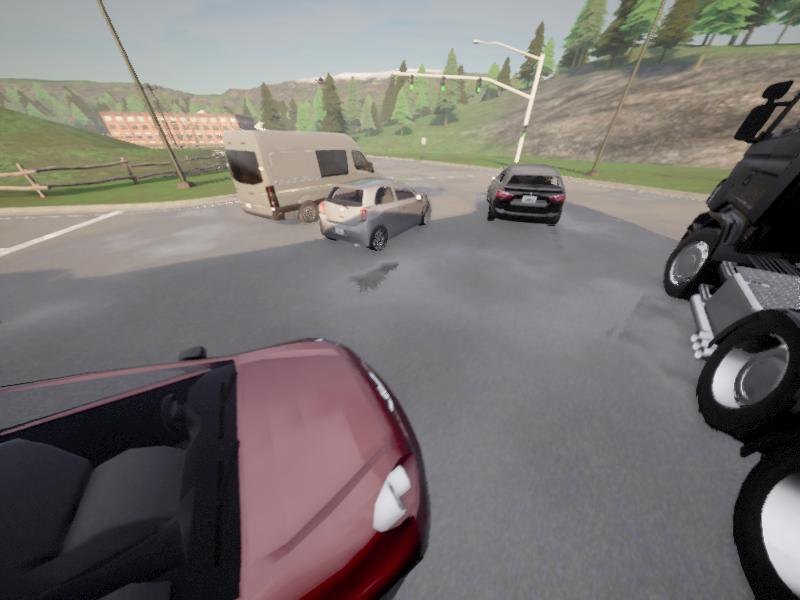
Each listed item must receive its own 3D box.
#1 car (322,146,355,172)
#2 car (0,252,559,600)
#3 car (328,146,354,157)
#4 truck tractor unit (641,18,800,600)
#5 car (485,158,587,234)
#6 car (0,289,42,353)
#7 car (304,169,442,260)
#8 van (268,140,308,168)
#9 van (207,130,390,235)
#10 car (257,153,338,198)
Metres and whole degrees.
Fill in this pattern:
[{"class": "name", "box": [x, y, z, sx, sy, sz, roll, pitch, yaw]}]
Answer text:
[{"class": "car", "box": [-6.003, -13.823, 22.504, 1.905, 1.878, 3.866, -17, 38, -23]}, {"class": "car", "box": [-1.566, 1.195, 0.977, 3.633, 1.501, 1.845, -19, 39, -25]}, {"class": "car", "box": [-10.685, -26.875, 41.837, 4.892, 1.490, 1.837, 27, 41, 33]}, {"class": "truck tractor unit", "box": [4.656, -0.604, 1.225, 3.053, 4.208, 6.516, 25, 42, 31]}, {"class": "car", "box": [4.522, -4.155, 8.653, 2.242, 1.667, 4.611, 10, 36, 14]}, {"class": "car", "box": [-7.765, 0.745, 1.736, 5.357, 1.411, 2.033, -8, 35, -12]}, {"class": "car", "box": [-0.476, -2.697, 6.643, 1.845, 1.501, 3.633, 20, 39, 26]}, {"class": "van", "box": [-12.634, -16.448, 25.834, 2.351, 2.431, 6.366, -20, 39, -27]}, {"class": "van", "box": [-2.886, -4.721, 8.693, 1.988, 2.561, 5.915, 20, 39, 25]}, {"class": "car", "box": [-5.439, -7.297, 13.227, 1.930, 1.638, 5.238, 4, 35, 4]}]
